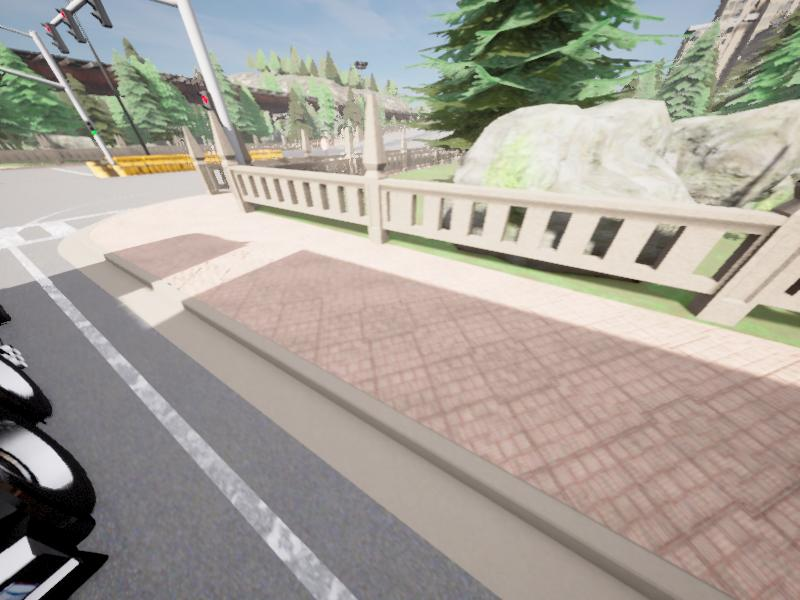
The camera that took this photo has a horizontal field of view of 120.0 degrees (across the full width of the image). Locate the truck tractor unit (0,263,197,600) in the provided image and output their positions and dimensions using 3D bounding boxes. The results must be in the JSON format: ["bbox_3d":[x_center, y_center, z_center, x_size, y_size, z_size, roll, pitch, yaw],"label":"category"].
[{"bbox_3d":[-5.115,-0.295,0.780,6.516,4.208,3.053,18,39,24],"label":"truck tractor unit"}]
